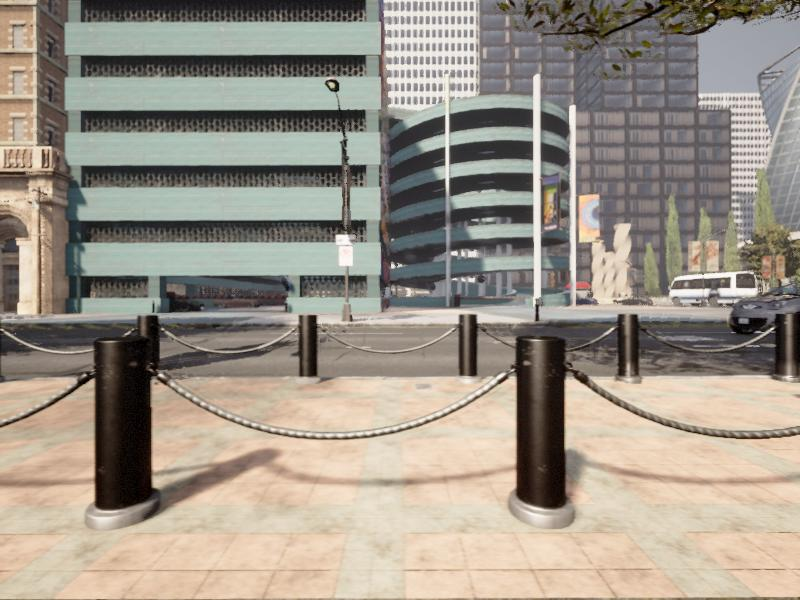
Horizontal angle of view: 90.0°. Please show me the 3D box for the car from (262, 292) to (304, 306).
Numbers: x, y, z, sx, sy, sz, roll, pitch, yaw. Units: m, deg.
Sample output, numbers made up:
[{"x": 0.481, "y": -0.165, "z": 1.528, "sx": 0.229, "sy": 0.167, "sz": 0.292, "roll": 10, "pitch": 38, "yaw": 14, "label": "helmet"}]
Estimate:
[{"x": -17.417, "y": -0.180, "z": 59.625, "sx": 5.566, "sy": 2.045, "sz": 2.435, "roll": 0, "pitch": 0, "yaw": 0, "label": "car"}]

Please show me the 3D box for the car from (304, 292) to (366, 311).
[{"x": -5.388, "y": 0.133, "z": 33.653, "sx": 4.902, "sy": 1.511, "sz": 2.128, "roll": 0, "pitch": 0, "yaw": 0, "label": "car"}]

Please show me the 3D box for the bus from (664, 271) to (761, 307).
[{"x": 40.516, "y": -1.239, "z": 52.647, "sx": 3.944, "sy": 4.253, "sz": 10.273, "roll": 0, "pitch": 0, "yaw": -8, "label": "bus"}]

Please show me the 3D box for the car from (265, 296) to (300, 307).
[{"x": -17.474, "y": 0.212, "z": 59.625, "sx": 4.514, "sy": 1.523, "sz": 2.007, "roll": 0, "pitch": 0, "yaw": 0, "label": "car"}]

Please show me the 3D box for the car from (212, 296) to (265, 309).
[{"x": -16.568, "y": 0.252, "z": 41.127, "sx": 4.718, "sy": 1.301, "sz": 1.895, "roll": 0, "pitch": 0, "yaw": 0, "label": "car"}]

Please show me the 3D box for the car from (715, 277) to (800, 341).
[{"x": 10.601, "y": 0.201, "z": 10.225, "sx": 3.633, "sy": 1.501, "sz": 1.845, "roll": 0, "pitch": 0, "yaw": 0, "label": "car"}]

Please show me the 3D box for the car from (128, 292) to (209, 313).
[{"x": -16.975, "y": 0.204, "z": 29.526, "sx": 4.786, "sy": 1.482, "sz": 2.161, "roll": 0, "pitch": 0, "yaw": 0, "label": "car"}]
